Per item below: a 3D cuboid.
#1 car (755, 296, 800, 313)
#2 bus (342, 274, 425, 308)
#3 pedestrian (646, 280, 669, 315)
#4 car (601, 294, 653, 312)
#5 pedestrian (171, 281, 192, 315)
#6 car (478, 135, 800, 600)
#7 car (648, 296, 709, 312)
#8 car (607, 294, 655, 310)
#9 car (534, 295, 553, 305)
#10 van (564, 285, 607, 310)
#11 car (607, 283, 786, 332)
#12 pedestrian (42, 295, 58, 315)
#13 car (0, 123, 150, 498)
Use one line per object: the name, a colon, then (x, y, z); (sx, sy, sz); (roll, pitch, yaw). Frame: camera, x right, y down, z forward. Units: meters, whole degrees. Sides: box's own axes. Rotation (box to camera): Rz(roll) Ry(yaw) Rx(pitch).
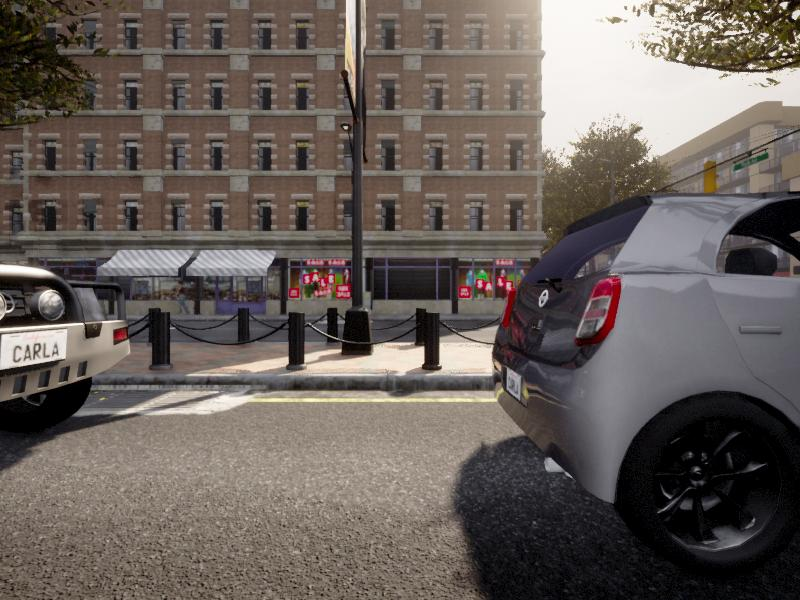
car: (30.711, 0.339, 31.171); (1.895, 1.301, 4.718); (0, 0, 0)
bus: (-2.059, -1.133, 51.914); (10.273, 4.253, 3.944); (0, 0, 0)
pedestrian: (13.999, -0.117, 21.772); (0.751, 1.860, 0.751); (0, 0, -12)
car: (20.184, 0.242, 35.804); (1.837, 1.490, 4.892); (0, 0, 0)
pedestrian: (-11.877, -0.113, 21.788); (0.751, 1.860, 0.751); (0, 0, -1)
car: (2.425, 0.226, 2.192); (3.633, 1.501, 1.845); (0, 0, 0)
car: (23.693, 0.341, 34.300); (1.895, 1.301, 4.718); (0, 0, 0)
car: (23.652, 0.198, 41.198); (1.801, 1.575, 5.366); (0, 0, 0)
car: (26.962, 0.050, 75.454); (1.932, 1.855, 4.605); (0, 0, 0)
van: (20.136, -0.280, 43.771); (1.988, 2.561, 5.915); (0, 0, 0)
car: (9.762, 0.227, 13.522); (4.514, 1.525, 2.007); (0, 0, 3)
pedestrian: (-19.885, 0.268, 22.720); (0.500, 1.100, 0.500); (0, 0, -2)
car: (-4.281, 0.053, 2.201); (4.605, 1.855, 1.932); (0, 0, 0)
